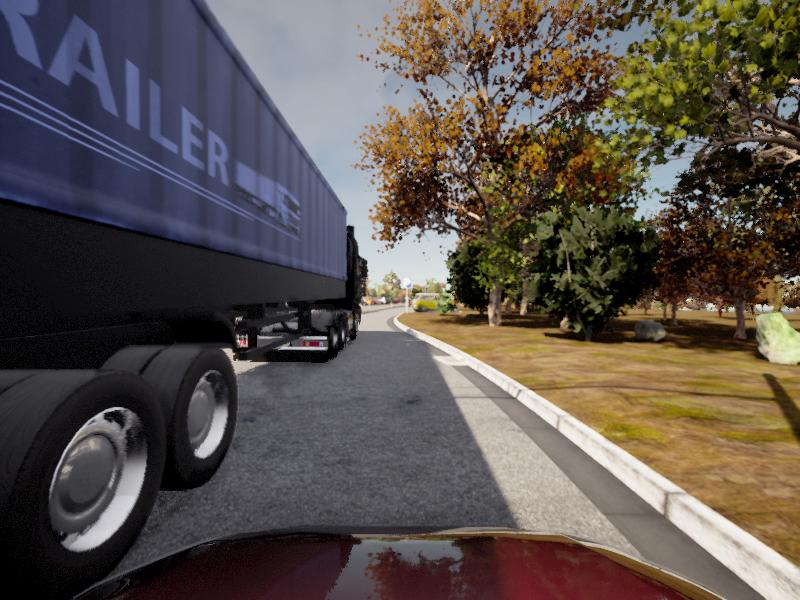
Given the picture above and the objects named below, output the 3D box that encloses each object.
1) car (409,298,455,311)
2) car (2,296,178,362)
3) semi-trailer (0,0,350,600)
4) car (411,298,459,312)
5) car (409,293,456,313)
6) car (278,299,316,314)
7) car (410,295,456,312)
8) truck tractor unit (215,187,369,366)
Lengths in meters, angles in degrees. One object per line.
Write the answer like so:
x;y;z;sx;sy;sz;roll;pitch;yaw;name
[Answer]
4.010;0.535;49.799;5.366;1.575;1.946;1;0;-14;car
-8.587;0.673;11.667;1.816;1.474;4.193;1;1;1;car
-2.906;-0.640;4.864;2.717;4.402;14.254;0;0;0;semi-trailer
4.088;0.543;46.948;5.366;1.575;1.946;1;0;-15;car
3.295;0.326;40.967;4.442;1.987;1.878;1;0;-15;car
-10.215;0.651;40.238;2.033;1.411;5.357;0;0;4;car
3.616;0.423;43.944;4.553;1.767;2.185;1;0;-15;car
-2.831;-0.634;12.768;3.053;4.208;6.516;1;1;1;truck tractor unit
